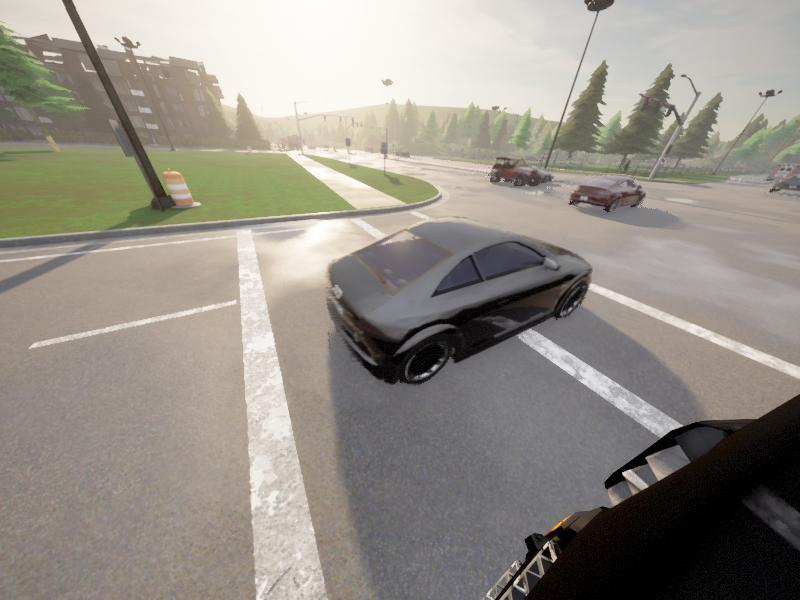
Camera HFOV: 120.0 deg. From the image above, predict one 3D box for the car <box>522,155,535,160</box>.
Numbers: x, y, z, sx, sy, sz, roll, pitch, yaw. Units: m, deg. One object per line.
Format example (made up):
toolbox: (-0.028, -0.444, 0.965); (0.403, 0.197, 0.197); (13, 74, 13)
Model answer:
car: (47.812, -52.889, 85.760); (3.988, 1.617, 1.851); (-16, 38, -26)

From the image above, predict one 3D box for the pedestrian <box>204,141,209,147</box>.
pedestrian: (-45.071, -36.226, 53.708); (0.500, 1.100, 0.500); (-16, 38, -26)

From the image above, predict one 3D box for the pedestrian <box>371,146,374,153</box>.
pedestrian: (-8.686, -48.108, 73.935); (0.751, 1.860, 0.751); (-15, 37, -24)

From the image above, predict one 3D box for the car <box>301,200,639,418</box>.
car: (1.047, -0.449, 3.456); (4.181, 1.385, 1.994); (-16, 38, -26)

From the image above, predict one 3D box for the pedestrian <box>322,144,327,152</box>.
pedestrian: (-21.345, -42.864, 65.084); (0.751, 1.860, 0.751); (-21, 40, -31)

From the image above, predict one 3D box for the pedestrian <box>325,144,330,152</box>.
pedestrian: (-20.630, -43.152, 65.572); (0.751, 1.860, 0.751); (-22, 41, -32)

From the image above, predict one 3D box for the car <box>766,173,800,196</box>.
car: (37.374, -10.896, 21.702); (5.027, 1.651, 2.152); (-16, 38, -26)

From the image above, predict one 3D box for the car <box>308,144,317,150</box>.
car: (-30.788, -53.741, 81.100); (1.837, 1.490, 4.892); (-16, 38, -26)

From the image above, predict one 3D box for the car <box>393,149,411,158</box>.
car: (0.392, -35.367, 55.696); (1.930, 1.638, 5.238); (-15, 38, -25)

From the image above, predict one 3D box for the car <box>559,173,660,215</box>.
car: (10.458, -5.397, 11.546); (4.674, 1.442, 1.812); (-16, 38, -26)

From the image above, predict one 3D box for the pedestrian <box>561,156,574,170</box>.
pedestrian: (26.692, -21.853, 36.842); (0.751, 1.860, 0.751); (-13, 37, -22)

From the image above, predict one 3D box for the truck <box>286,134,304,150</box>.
truck: (-32.543, -48.789, 71.419); (2.891, 3.827, 8.468); (-16, 38, -26)

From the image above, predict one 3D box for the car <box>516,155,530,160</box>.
car: (47.373, -54.917, 88.951); (5.027, 1.651, 2.152); (-16, 38, -26)

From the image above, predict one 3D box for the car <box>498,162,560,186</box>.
car: (11.244, -11.233, 20.456); (1.994, 1.385, 4.181); (-15, 38, -25)

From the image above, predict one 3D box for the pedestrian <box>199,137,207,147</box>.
pedestrian: (-45.105, -36.165, 52.926); (0.751, 1.860, 0.751); (-16, 38, -26)

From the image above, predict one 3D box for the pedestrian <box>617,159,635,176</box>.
pedestrian: (30.152, -17.675, 30.818); (0.751, 1.860, 0.751); (-13, 37, -23)

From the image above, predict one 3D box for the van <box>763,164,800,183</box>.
van: (62.952, -20.744, 37.732); (6.366, 2.431, 2.351); (-16, 38, -26)

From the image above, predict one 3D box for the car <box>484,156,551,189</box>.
car: (8.857, -9.940, 17.856); (1.905, 1.878, 3.866); (-15, 38, -25)

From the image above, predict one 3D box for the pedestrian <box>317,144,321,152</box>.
pedestrian: (-22.558, -42.409, 64.308); (0.751, 1.860, 0.751); (-19, 39, -29)

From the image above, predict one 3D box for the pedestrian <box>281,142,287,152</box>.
pedestrian: (-27.463, -36.175, 54.555); (0.751, 1.860, 0.751); (-17, 38, -27)

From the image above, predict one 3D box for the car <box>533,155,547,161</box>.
car: (50.854, -51.562, 83.888); (4.856, 1.649, 2.033); (-16, 38, -26)

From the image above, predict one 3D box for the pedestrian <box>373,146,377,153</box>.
pedestrian: (-7.887, -47.564, 73.178); (0.751, 1.860, 0.751); (-23, 42, -34)
